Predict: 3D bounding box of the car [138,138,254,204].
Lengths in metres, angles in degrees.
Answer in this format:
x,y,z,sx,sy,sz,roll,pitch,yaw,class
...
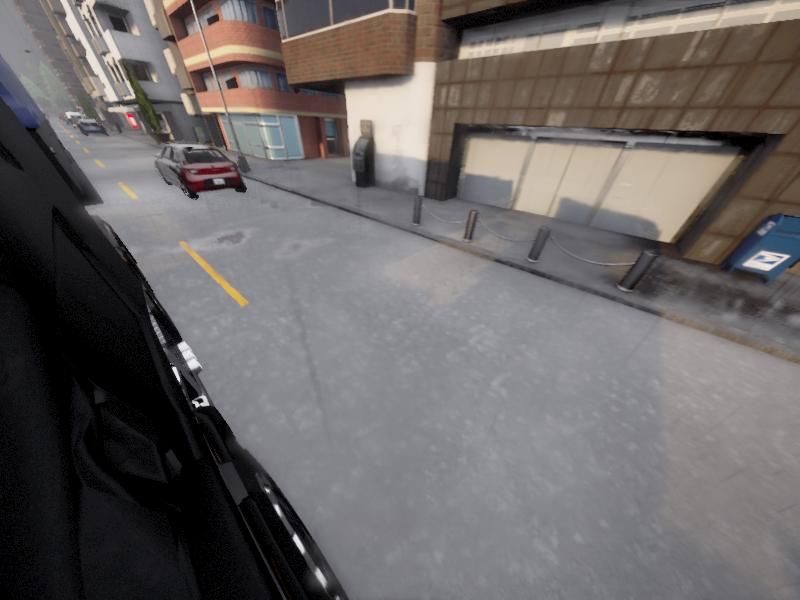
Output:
x,y,z,sx,sy,sz,roll,pitch,yaw,class
-7.492,-4.891,8.463,4.193,1.474,1.816,28,44,30,car

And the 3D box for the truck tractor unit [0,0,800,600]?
x,y,z,sx,sy,sz,roll,pitch,yaw,class
-2.645,-0.295,0.352,6.516,4.208,3.053,28,44,30,truck tractor unit

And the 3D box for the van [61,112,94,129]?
x,y,z,sx,sy,sz,roll,pitch,yaw,class
-51.246,-28.510,36.702,4.480,2.038,2.069,28,44,30,van

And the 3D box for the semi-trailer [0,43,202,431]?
x,y,z,sx,sy,sz,roll,pitch,yaw,class
-8.699,-3.608,4.223,14.254,4.402,2.717,28,44,30,semi-trailer

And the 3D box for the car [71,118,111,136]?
x,y,z,sx,sy,sz,roll,pitch,yaw,class
-36.771,-20.545,27.468,4.792,1.488,2.163,28,44,30,car
